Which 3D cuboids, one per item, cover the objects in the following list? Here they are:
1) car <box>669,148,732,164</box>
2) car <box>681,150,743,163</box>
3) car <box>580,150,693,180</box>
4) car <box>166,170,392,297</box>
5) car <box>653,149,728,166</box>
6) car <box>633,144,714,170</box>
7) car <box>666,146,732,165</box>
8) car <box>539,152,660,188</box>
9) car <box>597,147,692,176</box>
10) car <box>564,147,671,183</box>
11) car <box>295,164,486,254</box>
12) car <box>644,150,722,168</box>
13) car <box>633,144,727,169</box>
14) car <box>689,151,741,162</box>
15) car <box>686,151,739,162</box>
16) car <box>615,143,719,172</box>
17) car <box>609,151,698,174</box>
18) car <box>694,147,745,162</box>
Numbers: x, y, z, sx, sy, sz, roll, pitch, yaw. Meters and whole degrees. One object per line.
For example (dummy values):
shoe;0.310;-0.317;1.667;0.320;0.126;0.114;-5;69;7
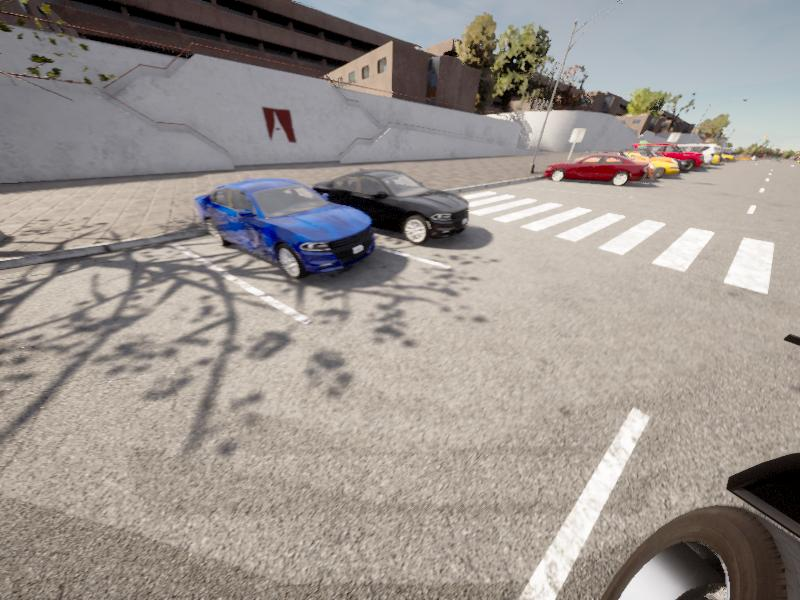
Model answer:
car;40.536;-19.573;31.364;4.553;1.767;2.185;21;38;28
car;47.956;-22.232;35.735;5.366;1.575;1.946;21;38;28
car;16.585;-9.864;16.741;5.366;1.575;1.946;21;39;28
car;-2.861;-1.965;5.399;5.008;1.535;2.097;21;40;28
car;35.574;-17.630;28.563;5.366;1.575;1.946;21;39;28
car;26.176;-13.931;22.449;4.442;1.987;1.878;21;39;28
car;38.246;-18.668;29.774;4.442;1.987;1.878;21;38;28
car;11.606;-7.951;13.939;5.008;1.535;2.097;21;40;28
car;18.815;-11.003;18.216;4.553;1.767;2.185;21;39;28
car;13.989;-9.053;15.330;4.553;1.767;2.185;21;39;28
car;-0.457;-2.970;6.808;5.008;1.535;2.097;21;40;28
car;30.902;-15.685;25.553;5.008;1.535;2.097;21;38;28
car;28.468;-14.950;23.956;5.566;2.045;2.435;21;39;28
car;52.628;-24.137;38.773;4.674;1.452;2.002;21;39;28
car;50.214;-23.199;37.313;4.674;1.452;2.002;21;38;28
car;23.694;-13.023;21.022;5.566;2.045;2.435;21;39;28
car;21.250;-11.826;19.743;4.674;1.452;2.002;21;39;28
car;55.144;-25.269;40.046;4.442;1.987;1.878;21;38;28
